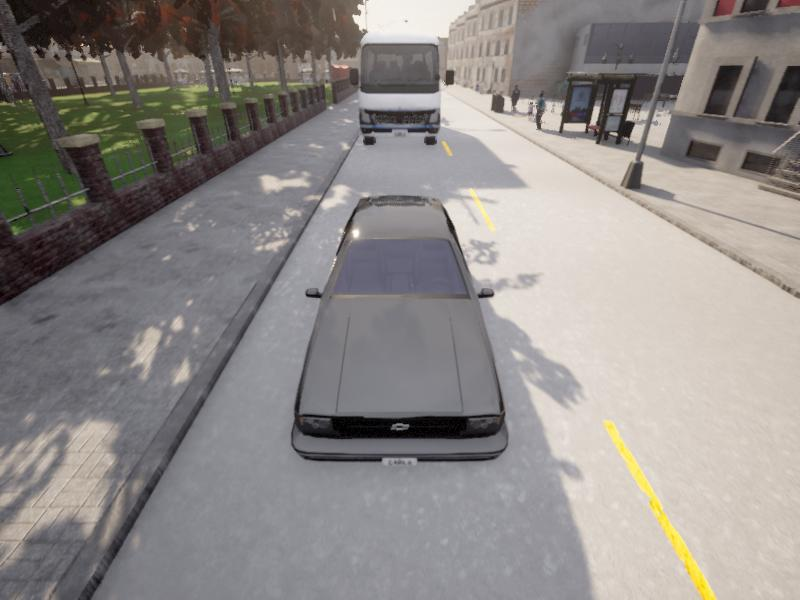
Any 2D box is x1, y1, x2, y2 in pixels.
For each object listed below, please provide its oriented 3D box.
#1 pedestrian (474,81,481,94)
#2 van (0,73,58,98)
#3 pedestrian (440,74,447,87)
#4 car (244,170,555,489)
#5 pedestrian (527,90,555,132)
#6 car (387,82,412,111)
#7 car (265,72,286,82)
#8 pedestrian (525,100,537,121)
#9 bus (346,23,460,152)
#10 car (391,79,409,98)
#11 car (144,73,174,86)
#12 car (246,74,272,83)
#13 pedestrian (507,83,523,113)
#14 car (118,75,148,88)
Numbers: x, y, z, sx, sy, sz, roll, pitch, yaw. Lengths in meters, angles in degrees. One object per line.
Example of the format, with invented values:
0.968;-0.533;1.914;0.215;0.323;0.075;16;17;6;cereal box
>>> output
9.261;-25.401;47.837;0.751;1.300;0.751;2;30;4;pedestrian
-45.255;-25.988;48.269;2.351;2.431;6.366;0;30;0;van
6.805;-34.289;62.461;0.751;1.860;0.751;-9;32;-15;pedestrian
-0.002;-0.392;5.280;2.033;1.411;5.357;0;30;0;car
7.075;-9.499;20.122;0.751;1.860;0.751;-10;32;-17;pedestrian
-0.010;-16.572;32.422;1.905;1.878;3.866;0;30;0;car
-27.601;-49.674;88.948;3.866;1.878;1.905;0;30;0;car
7.932;-11.503;24.297;0.500;1.100;0.500;6;31;10;pedestrian
0.116;-10.296;19.379;3.944;4.253;10.273;0;30;0;bus
-0.017;-23.814;45.040;1.930;1.638;5.238;0;31;0;car
-45.307;-41.582;75.410;2.150;2.045;5.566;0;30;0;car
-30.161;-47.433;85.657;4.553;1.767;2.097;0;30;0;car
8.074;-14.197;28.146;0.751;1.860;0.751;1;30;2;pedestrian
-45.306;-37.174;68.043;1.932;1.855;4.605;0;30;0;car
